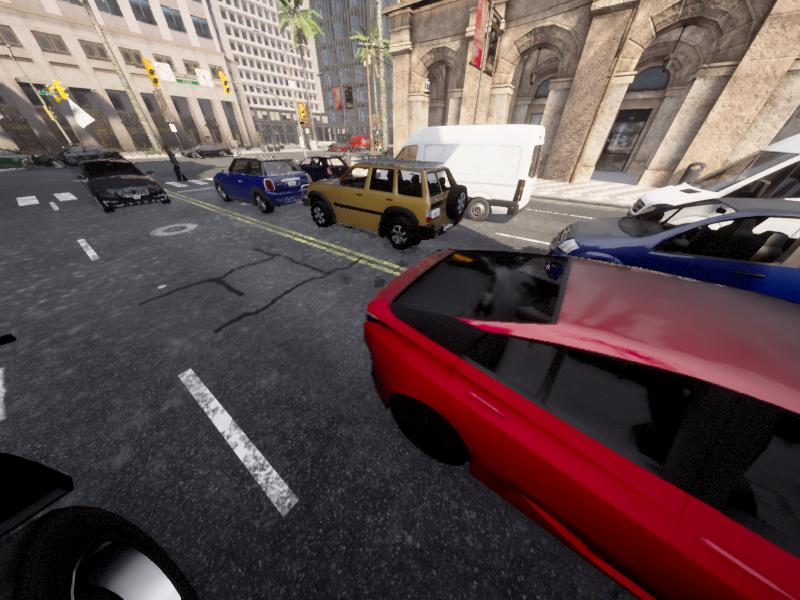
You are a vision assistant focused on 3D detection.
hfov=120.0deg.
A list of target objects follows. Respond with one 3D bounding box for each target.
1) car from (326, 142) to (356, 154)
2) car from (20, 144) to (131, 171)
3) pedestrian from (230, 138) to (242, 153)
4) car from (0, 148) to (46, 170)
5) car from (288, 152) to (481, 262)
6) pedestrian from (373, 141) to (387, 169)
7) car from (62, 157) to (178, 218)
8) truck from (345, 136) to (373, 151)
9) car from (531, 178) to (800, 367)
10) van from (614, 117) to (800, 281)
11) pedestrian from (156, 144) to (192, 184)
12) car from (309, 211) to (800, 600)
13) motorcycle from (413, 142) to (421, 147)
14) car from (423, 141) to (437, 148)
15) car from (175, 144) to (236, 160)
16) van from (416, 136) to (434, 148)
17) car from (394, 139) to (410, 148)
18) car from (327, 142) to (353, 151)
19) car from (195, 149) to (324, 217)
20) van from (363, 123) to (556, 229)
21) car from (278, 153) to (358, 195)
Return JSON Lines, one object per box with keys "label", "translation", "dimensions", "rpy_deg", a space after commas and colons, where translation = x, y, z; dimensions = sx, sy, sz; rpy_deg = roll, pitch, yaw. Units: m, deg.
{"label": "car", "translation": [-10.098, -26.403, 40.043], "dimensions": [2.163, 1.488, 4.792], "rpy_deg": [22, 41, 28]}
{"label": "car", "translation": [-27.551, -12.390, 19.888], "dimensions": [1.930, 1.638, 5.238], "rpy_deg": [22, 41, 28]}
{"label": "pedestrian", "translation": [-24.930, -23.475, 35.148], "dimensions": [0.751, 1.860, 0.751], "rpy_deg": [-8, 36, -11]}
{"label": "car", "translation": [-32.868, -11.470, 18.779], "dimensions": [1.994, 1.385, 4.181], "rpy_deg": [22, 41, 28]}
{"label": "car", "translation": [-0.575, -2.830, 6.299], "dimensions": [4.605, 1.855, 1.932], "rpy_deg": [22, 41, 28]}
{"label": "pedestrian", "translation": [-1.574, -11.514, 18.330], "dimensions": [0.751, 1.860, 0.751], "rpy_deg": [16, 38, 21]}
{"label": "car", "translation": [-11.113, -4.634, 9.120], "dimensions": [4.892, 1.490, 1.837], "rpy_deg": [24, 41, 30]}
{"label": "truck", "translation": [-8.229, -31.787, 46.847], "dimensions": [2.627, 2.467, 5.204], "rpy_deg": [22, 41, 28]}
{"label": "car", "translation": [4.548, -0.620, 3.433], "dimensions": [3.988, 1.617, 1.851], "rpy_deg": [22, 41, 28]}
{"label": "van", "translation": [8.506, -1.848, 4.395], "dimensions": [5.915, 2.561, 1.988], "rpy_deg": [22, 41, 28]}
{"label": "pedestrian", "translation": [-12.865, -7.766, 13.194], "dimensions": [0.751, 1.860, 0.751], "rpy_deg": [-25, 42, -31]}
{"label": "car", "translation": [1.842, 0.768, 1.512], "dimensions": [4.514, 1.525, 2.007], "rpy_deg": [22, 41, 28]}
{"label": "motorcycle", "translation": [4.897, -44.896, 66.629], "dimensions": [2.356, 1.277, 0.764], "rpy_deg": [-15, 38, -20]}
{"label": "car", "translation": [7.848, -40.896, 60.822], "dimensions": [1.970, 1.475, 3.806], "rpy_deg": [22, 41, 28]}
{"label": "car", "translation": [-24.089, -18.562, 28.890], "dimensions": [2.033, 1.411, 5.357], "rpy_deg": [22, 41, 28]}
{"label": "van", "translation": [7.011, -44.226, 64.509], "dimensions": [1.988, 2.561, 5.915], "rpy_deg": [22, 41, 28]}
{"label": "car", "translation": [0.576, -41.714, 61.588], "dimensions": [2.185, 1.767, 4.553], "rpy_deg": [22, 41, 28]}
{"label": "car", "translation": [-12.209, -31.345, 47.049], "dimensions": [2.163, 1.488, 4.792], "rpy_deg": [22, 41, 28]}
{"label": "car", "translation": [-5.533, -4.810, 9.147], "dimensions": [4.553, 1.767, 2.097], "rpy_deg": [22, 41, 28]}
{"label": "van", "translation": [1.654, -4.658, 8.337], "dimensions": [5.915, 2.561, 1.988], "rpy_deg": [22, 41, 28]}
{"label": "car", "translation": [-4.217, -6.632, 11.973], "dimensions": [3.633, 1.501, 1.845], "rpy_deg": [23, 41, 28]}
